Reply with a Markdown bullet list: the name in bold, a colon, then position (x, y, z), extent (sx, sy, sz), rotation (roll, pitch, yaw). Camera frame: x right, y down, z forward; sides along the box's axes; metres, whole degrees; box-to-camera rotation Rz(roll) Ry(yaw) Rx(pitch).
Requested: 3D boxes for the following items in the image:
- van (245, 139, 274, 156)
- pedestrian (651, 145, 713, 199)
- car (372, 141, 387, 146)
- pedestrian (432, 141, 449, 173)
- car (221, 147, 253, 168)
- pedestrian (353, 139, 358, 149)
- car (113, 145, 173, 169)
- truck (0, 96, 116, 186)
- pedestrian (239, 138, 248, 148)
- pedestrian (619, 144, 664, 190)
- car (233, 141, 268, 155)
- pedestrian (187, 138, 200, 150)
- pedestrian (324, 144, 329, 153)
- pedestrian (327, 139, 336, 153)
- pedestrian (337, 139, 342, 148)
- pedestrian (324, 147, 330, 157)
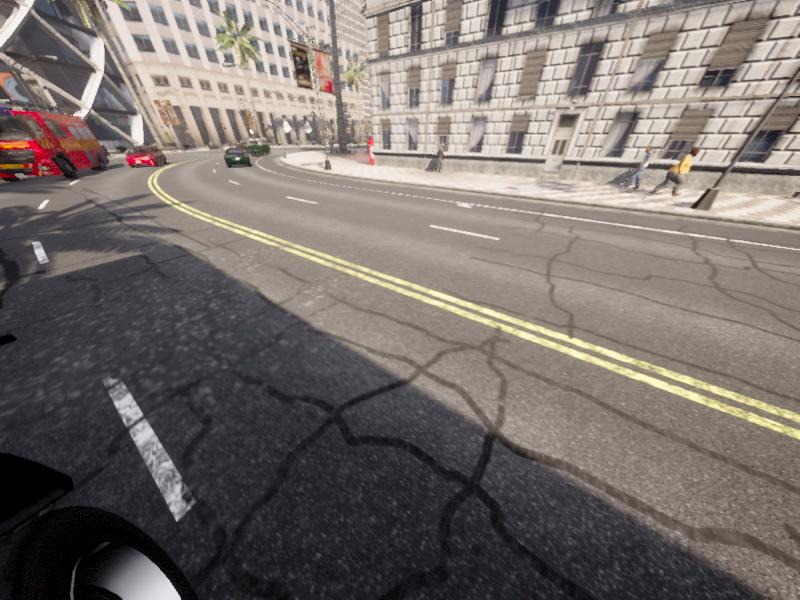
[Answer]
- **van**: position (-20.114, -22.088, 33.370), extent (1.775, 1.987, 4.442), rotation (-4, 35, -6)
- **pedestrian**: position (11.600, -5.304, 9.609), extent (0.751, 1.860, 0.751), rotation (21, 40, 27)
- **car**: position (-6.191, -48.033, 70.889), extent (1.895, 1.301, 4.718), rotation (21, 40, 27)
- **pedestrian**: position (2.848, -10.040, 16.260), extent (0.751, 1.860, 0.751), rotation (22, 40, 27)
- **car**: position (-15.460, -13.620, 21.928), extent (1.994, 1.385, 4.181), rotation (-19, 39, -25)
- **pedestrian**: position (-10.435, -36.674, 54.213), extent (0.751, 1.860, 0.751), rotation (19, 39, 24)
- **car**: position (-22.500, -12.739, 20.483), extent (2.007, 1.525, 4.514), rotation (-16, 38, -21)
- **truck**: position (-22.987, -10.133, 14.783), extent (2.891, 3.827, 8.468), rotation (-19, 40, -25)
- **pedestrian**: position (-34.860, -34.997, 51.373), extent (0.751, 1.860, 0.751), rotation (9, 36, 11)
- **pedestrian**: position (11.750, -6.477, 11.275), extent (0.751, 1.860, 0.751), rotation (29, 44, 34)
- **car**: position (-23.690, -24.339, 36.850), extent (2.152, 1.651, 5.027), rotation (1, 35, 1)
- **pedestrian**: position (-37.888, -28.701, 42.416), extent (0.751, 1.860, 0.751), rotation (9, 36, 12)
- **pedestrian**: position (-11.554, -23.719, 36.216), extent (0.500, 1.100, 0.500), rotation (-3, 35, -5)
- **pedestrian**: position (-10.609, -23.857, 35.760), extent (0.751, 1.860, 0.751), rotation (8, 36, 10)
- **pedestrian**: position (-14.478, -37.468, 55.307), extent (0.751, 1.860, 0.751), rotation (22, 40, 27)
- **pedestrian**: position (-8.982, -18.235, 28.454), extent (0.500, 1.100, 0.500), rotation (-15, 38, -21)
